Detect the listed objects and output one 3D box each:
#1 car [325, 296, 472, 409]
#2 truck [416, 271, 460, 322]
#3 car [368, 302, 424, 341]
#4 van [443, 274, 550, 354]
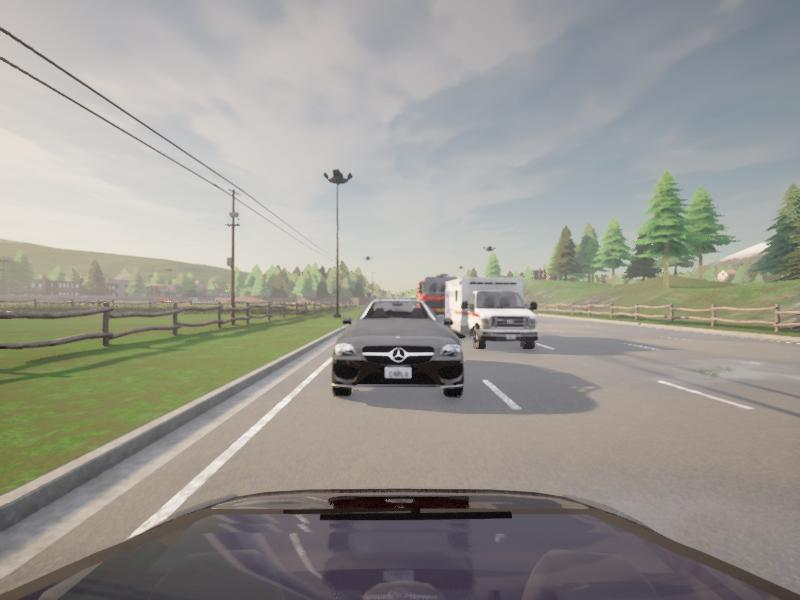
[{"bbox_3d":[-0.058,0.782,8.387,2.152,1.651,5.027,0,0,-1],"label":"car"},{"bbox_3d":[3.084,-0.252,34.698,2.891,3.827,8.468,0,0,-1],"label":"truck"},{"bbox_3d":[-0.191,0.870,18.081,2.163,1.488,4.792,0,0,-1],"label":"car"},{"bbox_3d":[3.277,0.414,15.352,2.351,2.431,6.366,0,0,-2],"label":"van"}]
